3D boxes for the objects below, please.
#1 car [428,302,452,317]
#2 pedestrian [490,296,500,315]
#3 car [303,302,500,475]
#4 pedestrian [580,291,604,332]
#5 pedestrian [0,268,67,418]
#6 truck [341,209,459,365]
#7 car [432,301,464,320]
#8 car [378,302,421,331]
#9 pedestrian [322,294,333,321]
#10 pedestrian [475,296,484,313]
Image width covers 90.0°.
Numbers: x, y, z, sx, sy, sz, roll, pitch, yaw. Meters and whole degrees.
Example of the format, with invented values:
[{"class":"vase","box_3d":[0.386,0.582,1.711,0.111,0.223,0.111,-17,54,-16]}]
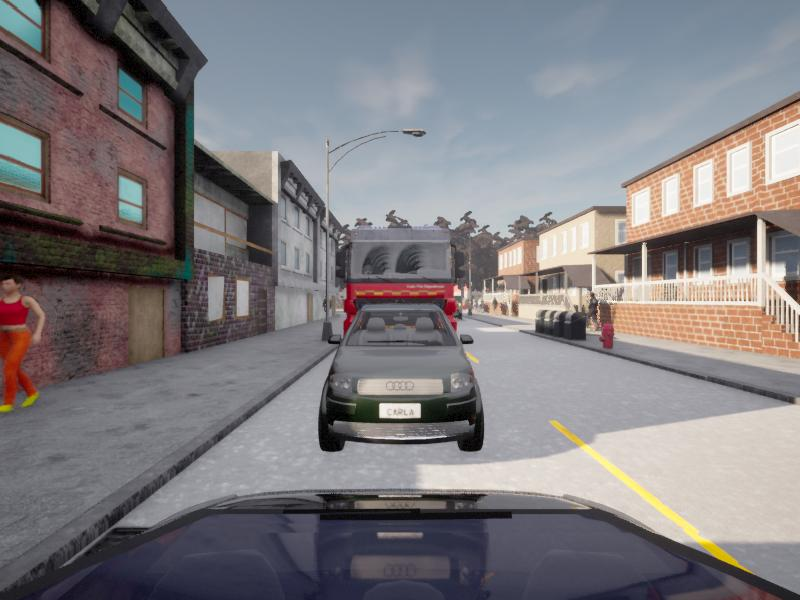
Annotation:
[{"class":"car","box_3d":[3.944,0.907,39.900,1.994,1.385,4.181,0,0,0]},{"class":"pedestrian","box_3d":[9.228,0.533,38.862,0.751,1.860,0.751,0,0,2]},{"class":"car","box_3d":[0.007,0.815,5.489,1.789,1.549,3.705,0,0,0]},{"class":"pedestrian","box_3d":[9.037,0.533,18.850,0.751,1.860,0.751,0,0,-9]},{"class":"pedestrian","box_3d":[-5.126,0.533,5.325,0.751,1.860,0.751,0,0,1]},{"class":"truck","box_3d":[-0.010,-0.321,14.022,2.891,3.827,8.468,0,0,0]},{"class":"car","box_3d":[3.961,0.826,33.634,2.038,1.542,4.974,0,0,0]},{"class":"car","box_3d":[-0.021,0.851,22.747,2.163,1.488,4.792,0,0,0]},{"class":"pedestrian","box_3d":[-5.094,0.533,28.312,0.751,1.860,0.751,0,0,-9]},{"class":"pedestrian","box_3d":[9.127,0.525,46.072,0.751,1.860,0.751,0,0,-9]}]
